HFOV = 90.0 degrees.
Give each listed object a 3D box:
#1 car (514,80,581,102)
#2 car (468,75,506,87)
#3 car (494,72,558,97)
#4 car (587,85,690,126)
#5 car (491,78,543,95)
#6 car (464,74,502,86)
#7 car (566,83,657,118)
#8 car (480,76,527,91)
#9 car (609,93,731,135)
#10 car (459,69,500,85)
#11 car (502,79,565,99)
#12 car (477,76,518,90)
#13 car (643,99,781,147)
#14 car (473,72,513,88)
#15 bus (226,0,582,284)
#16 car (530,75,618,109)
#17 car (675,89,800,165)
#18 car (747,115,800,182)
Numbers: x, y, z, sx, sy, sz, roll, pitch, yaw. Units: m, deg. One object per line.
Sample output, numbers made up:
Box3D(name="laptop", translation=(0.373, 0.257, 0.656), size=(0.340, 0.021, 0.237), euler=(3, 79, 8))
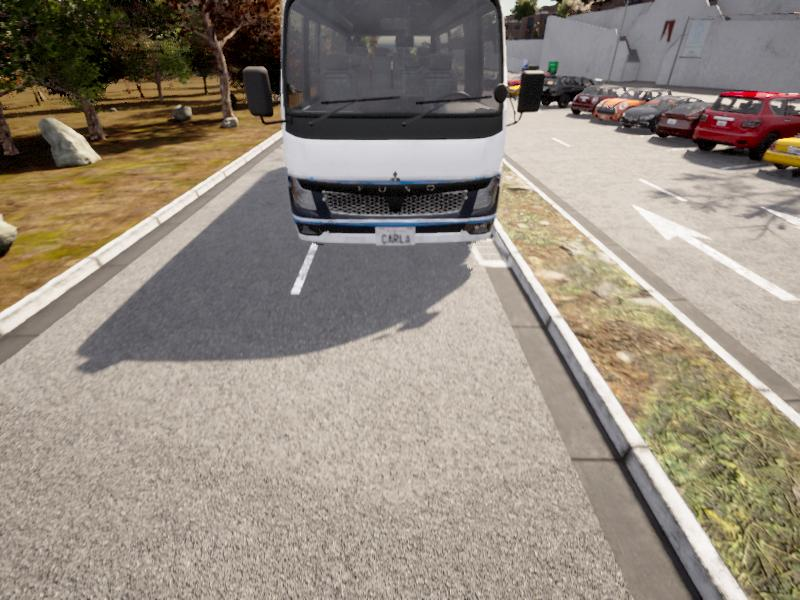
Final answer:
Box3D(name="car", translation=(13.015, -18.549, 35.406), size=(5.366, 1.575, 1.946), euler=(-11, 32, -19))
Box3D(name="car", translation=(12.205, -30.674, 56.031), size=(4.674, 1.452, 2.002), euler=(-11, 33, -19))
Box3D(name="car", translation=(12.663, -21.772, 40.367), size=(5.566, 2.045, 2.435), euler=(-11, 33, -19))
Box3D(name="car", translation=(13.278, -10.957, 22.397), size=(4.553, 1.767, 2.185), euler=(-11, 33, -19))
Box3D(name="car", translation=(12.577, -23.056, 43.096), size=(4.792, 1.488, 2.163), euler=(-11, 33, -19))
Box3D(name="car", translation=(12.147, -32.233, 58.623), size=(4.792, 1.488, 2.163), euler=(-11, 32, -19))
Box3D(name="car", translation=(13.136, -12.488, 24.957), size=(4.553, 1.767, 2.185), euler=(-11, 32, -19))
Box3D(name="car", translation=(12.436, -26.133, 48.264), size=(5.008, 1.535, 2.097), euler=(-11, 32, -19))
Box3D(name="car", translation=(13.332, -9.304, 19.878), size=(4.892, 1.521, 2.231), euler=(-11, 33, -19))
Box3D(name="car", translation=(12.070, -34.010, 61.054), size=(5.566, 2.045, 2.435), euler=(-11, 33, -19))
Box3D(name="car", translation=(12.591, -20.008, 37.861), size=(5.366, 1.575, 1.946), euler=(-11, 33, -19))
Box3D(name="car", translation=(12.365, -27.622, 50.869), size=(4.674, 1.452, 2.002), euler=(-11, 33, -19))
Box3D(name="car", translation=(13.430, -7.748, 17.334), size=(4.792, 1.488, 2.163), euler=(-11, 33, -19))
Box3D(name="car", translation=(12.314, -29.296, 53.376), size=(4.553, 1.767, 2.185), euler=(-11, 33, -19))
Box3D(name="bus", translation=(-0.059, -4.734, 9.558), size=(3.944, 4.253, 10.273), euler=(-1, 31, -1))
Box3D(name="car", translation=(13.031, -15.678, 30.071), size=(5.566, 2.045, 2.435), euler=(-11, 32, -19))
Box3D(name="car", translation=(13.513, -6.445, 14.614), size=(5.566, 2.045, 2.435), euler=(-11, 33, -19))
Box3D(name="car", translation=(13.733, -4.716, 12.217), size=(5.366, 1.575, 1.946), euler=(-11, 33, -19))
